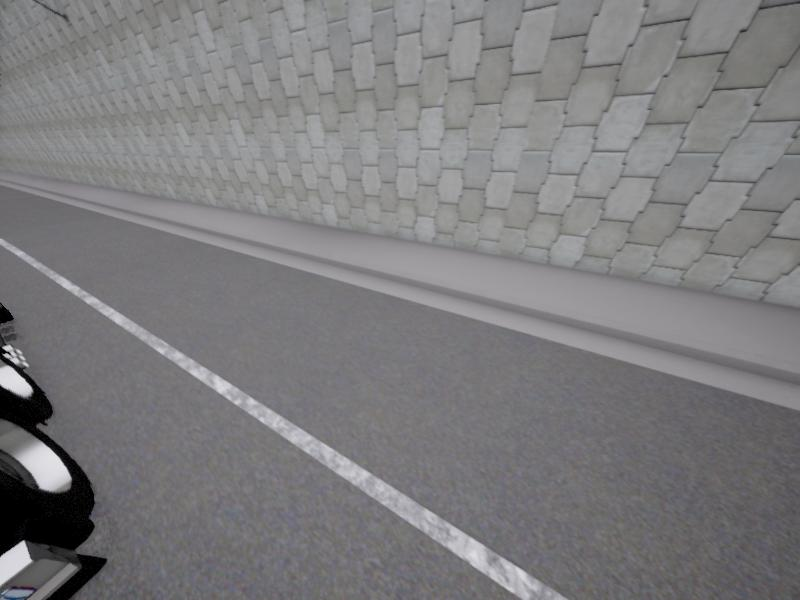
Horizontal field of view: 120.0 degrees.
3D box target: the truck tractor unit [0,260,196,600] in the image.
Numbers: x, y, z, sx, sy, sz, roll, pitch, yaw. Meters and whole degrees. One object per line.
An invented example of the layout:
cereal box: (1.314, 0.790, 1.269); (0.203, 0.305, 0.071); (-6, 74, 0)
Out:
truck tractor unit: (-5.103, -0.308, 0.789); (6.516, 4.208, 3.053); (19, 39, 24)
